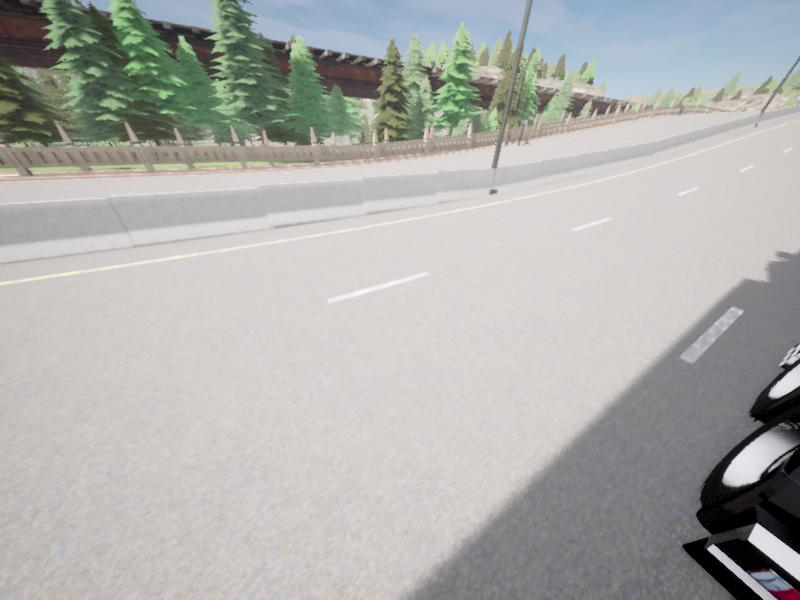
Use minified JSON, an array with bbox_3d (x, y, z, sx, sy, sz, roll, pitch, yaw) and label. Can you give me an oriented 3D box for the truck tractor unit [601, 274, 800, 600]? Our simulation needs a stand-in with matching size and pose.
[{"bbox_3d":[5.110,-0.308,0.733,6.516,4.208,3.053,-18,39,-23],"label":"truck tractor unit"}]
